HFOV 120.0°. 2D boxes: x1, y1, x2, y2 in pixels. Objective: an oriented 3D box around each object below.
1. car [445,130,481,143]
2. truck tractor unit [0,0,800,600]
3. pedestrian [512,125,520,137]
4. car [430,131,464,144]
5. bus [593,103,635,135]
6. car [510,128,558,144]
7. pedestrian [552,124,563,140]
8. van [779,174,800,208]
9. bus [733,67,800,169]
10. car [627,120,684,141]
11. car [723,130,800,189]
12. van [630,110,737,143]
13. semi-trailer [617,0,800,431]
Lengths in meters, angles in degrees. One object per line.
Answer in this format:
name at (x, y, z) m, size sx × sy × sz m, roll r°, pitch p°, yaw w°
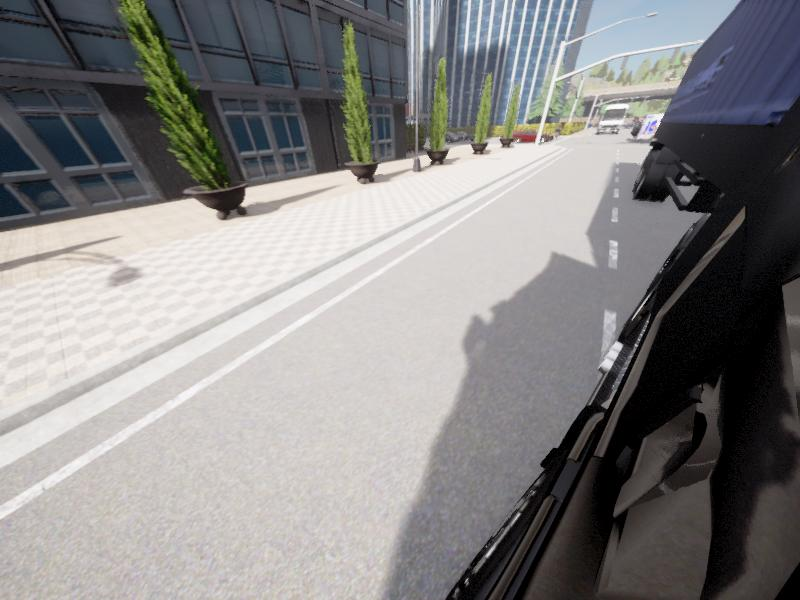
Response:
car at (10.495, -27.424, 38.760) m, size 5.238 × 1.638 × 1.930 m, roll 22°, pitch 43°, yaw 30°
truck tractor unit at (2.645, -0.295, 0.352) m, size 6.516 × 4.208 × 3.053 m, roll -28°, pitch 44°, yaw -30°
pedestrian at (22.166, -32.318, 44.175) m, size 0.751 × 1.860 × 0.751 m, roll 25°, pitch 45°, yaw 32°
car at (7.480, -26.083, 37.109) m, size 4.611 × 1.667 × 2.242 m, roll 22°, pitch 43°, yaw 30°
bus at (39.975, -33.719, 43.246) m, size 3.944 × 4.253 × 10.273 m, roll 23°, pitch 43°, yaw 30°
car at (17.585, -21.616, 30.544) m, size 5.008 × 1.535 × 1.882 m, roll 26°, pitch 45°, yaw 33°
pedestrian at (23.080, -24.580, 33.901) m, size 0.751 × 1.860 × 0.751 m, roll 8°, pitch 38°, yaw 14°
van at (10.990, -2.250, 3.989) m, size 2.351 × 2.431 × 6.366 m, roll 23°, pitch 43°, yaw 30°
bus at (22.886, -9.465, 11.479) m, size 3.944 × 4.253 × 10.273 m, roll 23°, pitch 43°, yaw 30°
car at (29.615, -19.786, 27.019) m, size 3.866 × 1.878 × 1.905 m, roll 22°, pitch 43°, yaw 29°
car at (15.558, -5.635, 9.059) m, size 2.128 × 1.511 × 4.902 m, roll 23°, pitch 43°, yaw 30°
van at (28.690, -17.800, 23.935) m, size 6.366 × 2.431 × 2.351 m, roll 22°, pitch 43°, yaw 29°
semi-trailer at (7.858, -4.049, 4.936) m, size 2.717 × 4.402 × 14.254 m, roll 24°, pitch 44°, yaw 31°
